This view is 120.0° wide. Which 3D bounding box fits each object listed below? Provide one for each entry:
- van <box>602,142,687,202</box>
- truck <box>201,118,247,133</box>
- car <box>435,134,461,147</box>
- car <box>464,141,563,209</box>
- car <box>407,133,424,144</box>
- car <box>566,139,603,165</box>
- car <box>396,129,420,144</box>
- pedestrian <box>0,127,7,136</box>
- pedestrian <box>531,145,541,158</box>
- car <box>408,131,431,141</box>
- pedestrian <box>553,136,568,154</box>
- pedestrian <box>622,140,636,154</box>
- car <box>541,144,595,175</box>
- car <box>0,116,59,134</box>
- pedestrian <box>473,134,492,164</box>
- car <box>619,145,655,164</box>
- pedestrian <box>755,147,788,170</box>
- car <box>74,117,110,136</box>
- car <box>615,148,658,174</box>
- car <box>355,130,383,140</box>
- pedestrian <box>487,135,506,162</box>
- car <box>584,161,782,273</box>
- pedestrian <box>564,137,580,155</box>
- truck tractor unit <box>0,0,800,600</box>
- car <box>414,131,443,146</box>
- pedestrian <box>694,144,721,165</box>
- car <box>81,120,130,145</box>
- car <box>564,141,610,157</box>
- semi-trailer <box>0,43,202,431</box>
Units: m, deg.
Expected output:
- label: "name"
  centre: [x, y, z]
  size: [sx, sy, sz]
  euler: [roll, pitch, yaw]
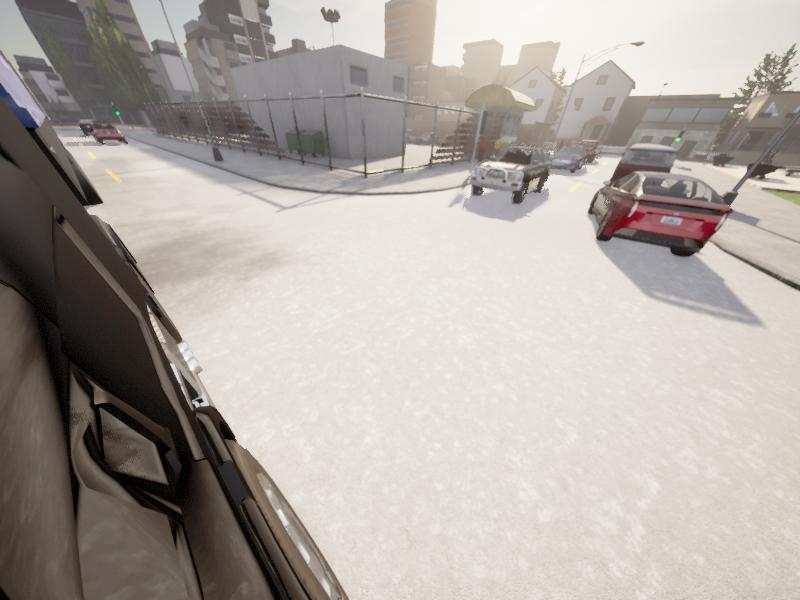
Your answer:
- label: "van"
  centre: [11.749, -6.439, 11.334]
  size: [1.775, 1.987, 4.442]
  euler: [28, 44, 29]
- label: "truck"
  centre: [-33.339, -33.092, 43.950]
  size: [2.390, 2.098, 6.274]
  euler: [28, 44, 30]
- label: "car"
  centre: [7.402, -24.294, 35.161]
  size: [1.816, 1.474, 4.193]
  euler: [28, 44, 30]
- label: "car"
  centre: [4.818, -5.408, 9.604]
  size: [1.932, 1.855, 4.605]
  euler: [28, 44, 30]
- label: "car"
  centre: [2.479, -25.842, 36.974]
  size: [1.481, 1.379, 2.207]
  euler: [28, 44, 30]
- label: "car"
  centre: [18.494, -14.862, 23.086]
  size: [1.905, 1.878, 3.866]
  euler: [27, 44, 29]
- label: "car"
  centre: [1.388, -27.273, 38.466]
  size: [1.905, 1.878, 3.866]
  euler: [28, 44, 30]
- label: "pedestrian"
  centre: [-36.912, -15.847, 20.686]
  size: [0.751, 1.860, 0.751]
  euler: [-22, 44, -30]
- label: "pedestrian"
  centre: [14.382, -15.774, 24.490]
  size: [0.500, 1.100, 0.500]
  euler: [29, 44, 30]
- label: "car"
  centre: [4.314, -37.219, 52.364]
  size: [4.892, 1.490, 1.837]
  euler: [28, 44, 30]
- label: "pedestrian"
  centre: [21.175, -20.464, 30.550]
  size: [0.751, 1.860, 0.751]
  euler: [-16, 41, -23]
- label: "pedestrian"
  centre: [35.458, -23.707, 35.788]
  size: [0.751, 1.860, 0.751]
  euler: [25, 42, 27]
- label: "car"
  centre: [12.697, -10.684, 17.363]
  size: [2.033, 1.649, 4.856]
  euler: [28, 43, 30]
- label: "car"
  centre: [-42.653, -19.942, 26.322]
  size: [4.193, 1.474, 1.816]
  euler: [3, 37, 1]
- label: "pedestrian"
  centre: [6.254, -11.485, 17.596]
  size: [0.751, 1.860, 0.751]
  euler: [28, 44, 30]
- label: "car"
  centre: [26.648, -16.421, 26.028]
  size: [2.163, 1.488, 4.792]
  euler: [28, 44, 30]
- label: "pedestrian"
  centre: [37.787, -14.425, 23.530]
  size: [0.751, 1.860, 0.751]
  euler: [30, 45, 32]
- label: "car"
  centre: [-36.877, -20.774, 27.661]
  size: [5.238, 1.638, 1.930]
  euler: [30, 45, 32]
- label: "car"
  centre: [19.373, -11.481, 18.977]
  size: [1.816, 1.474, 4.193]
  euler: [28, 44, 30]
- label: "car"
  centre: [-5.784, -31.321, 43.801]
  size: [2.033, 1.415, 5.357]
  euler: [28, 44, 30]
- label: "pedestrian"
  centre: [7.981, -12.527, 19.111]
  size: [0.751, 1.860, 0.751]
  euler: [-27, 46, -34]
- label: "car"
  centre: [6.674, -2.623, 6.299]
  size: [2.007, 1.525, 4.514]
  euler: [21, 41, 23]
- label: "pedestrian"
  centre: [21.889, -19.596, 29.436]
  size: [0.751, 1.860, 0.751]
  euler: [-29, 47, -35]
- label: "truck tractor unit"
  centre: [-2.645, -0.295, 0.351]
  size: [6.516, 4.208, 3.053]
  euler: [28, 44, 30]
- label: "car"
  centre: [4.505, -25.322, 36.235]
  size: [2.242, 1.667, 4.611]
  euler: [28, 44, 30]
- label: "pedestrian"
  centre: [33.999, -16.146, 25.586]
  size: [0.751, 1.860, 0.751]
  euler: [15, 39, 16]
- label: "car"
  centre: [-26.534, -15.136, 20.822]
  size: [3.988, 1.617, 1.851]
  euler: [28, 44, 30]
- label: "car"
  centre: [25.477, -20.811, 31.792]
  size: [2.128, 1.511, 4.902]
  euler: [-1, 37, -5]
- label: "semi-trailer"
  centre: [-8.695, -3.611, 4.225]
  size: [14.254, 4.402, 2.717]
  euler: [28, 44, 30]
